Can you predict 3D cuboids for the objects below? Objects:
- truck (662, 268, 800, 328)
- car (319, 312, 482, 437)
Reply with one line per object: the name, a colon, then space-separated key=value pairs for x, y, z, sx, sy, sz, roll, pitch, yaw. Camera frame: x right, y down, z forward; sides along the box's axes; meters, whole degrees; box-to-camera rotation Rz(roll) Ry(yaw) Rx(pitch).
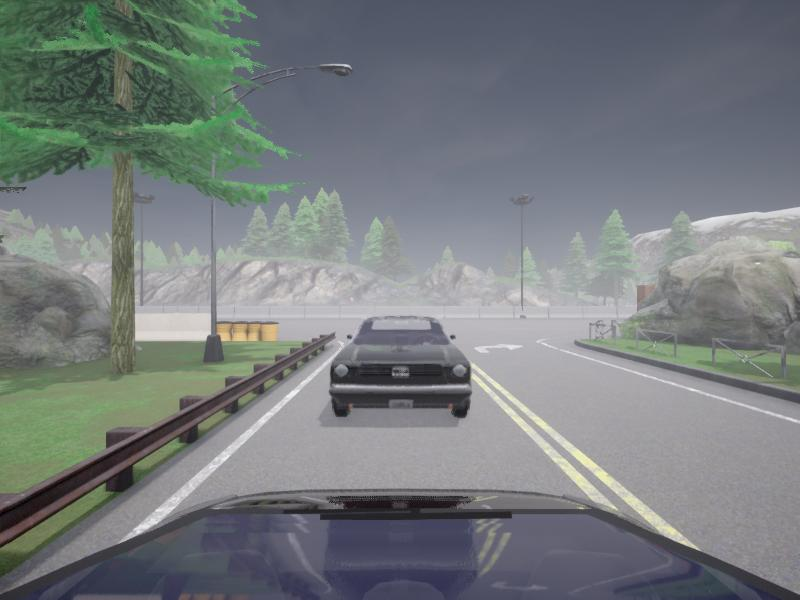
truck: x=22.826 y=-0.125 z=27.019 sx=8.468 sy=3.827 sz=2.891 roll=0 pitch=0 yaw=-1
car: x=0.021 y=0.944 z=7.032 sx=1.895 sy=1.301 sz=4.718 roll=0 pitch=0 yaw=0
